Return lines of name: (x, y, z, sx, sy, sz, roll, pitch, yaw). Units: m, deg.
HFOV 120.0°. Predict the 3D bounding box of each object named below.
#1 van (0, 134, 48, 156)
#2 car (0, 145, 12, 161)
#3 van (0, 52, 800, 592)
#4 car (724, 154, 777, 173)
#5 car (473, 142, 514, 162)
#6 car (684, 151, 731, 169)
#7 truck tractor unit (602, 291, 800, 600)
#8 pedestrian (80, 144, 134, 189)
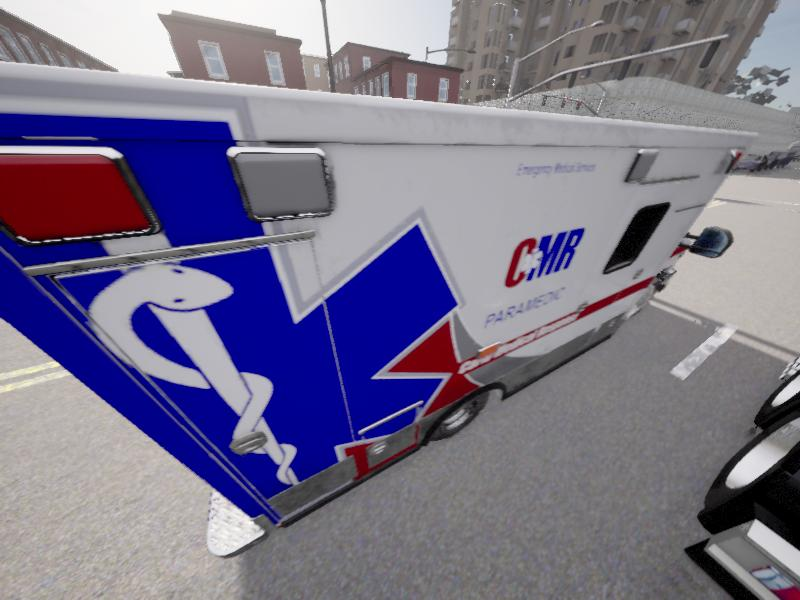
van: (-54.129, -21.721, 32.318, 2.351, 2.431, 6.366, -16, 38, -23)
car: (-45.083, -15.588, 24.546, 1.994, 1.385, 4.181, -15, 38, -22)
van: (1.264, -0.565, 2.846, 6.366, 2.431, 2.351, -16, 38, -23)
car: (40.292, -15.765, 26.557, 4.856, 1.649, 2.033, -16, 38, -23)
car: (12.826, -20.710, 32.148, 1.930, 1.638, 5.238, -16, 43, -23)
car: (38.512, -17.600, 28.959, 4.605, 1.855, 1.932, -16, 38, -23)
truck tractor unit: (5.158, -0.233, 0.797, 6.516, 4.208, 3.053, -15, 35, -23)
pedestrian: (-14.438, -6.613, 11.464, 0.751, 1.860, 0.751, -17, 38, -24)
